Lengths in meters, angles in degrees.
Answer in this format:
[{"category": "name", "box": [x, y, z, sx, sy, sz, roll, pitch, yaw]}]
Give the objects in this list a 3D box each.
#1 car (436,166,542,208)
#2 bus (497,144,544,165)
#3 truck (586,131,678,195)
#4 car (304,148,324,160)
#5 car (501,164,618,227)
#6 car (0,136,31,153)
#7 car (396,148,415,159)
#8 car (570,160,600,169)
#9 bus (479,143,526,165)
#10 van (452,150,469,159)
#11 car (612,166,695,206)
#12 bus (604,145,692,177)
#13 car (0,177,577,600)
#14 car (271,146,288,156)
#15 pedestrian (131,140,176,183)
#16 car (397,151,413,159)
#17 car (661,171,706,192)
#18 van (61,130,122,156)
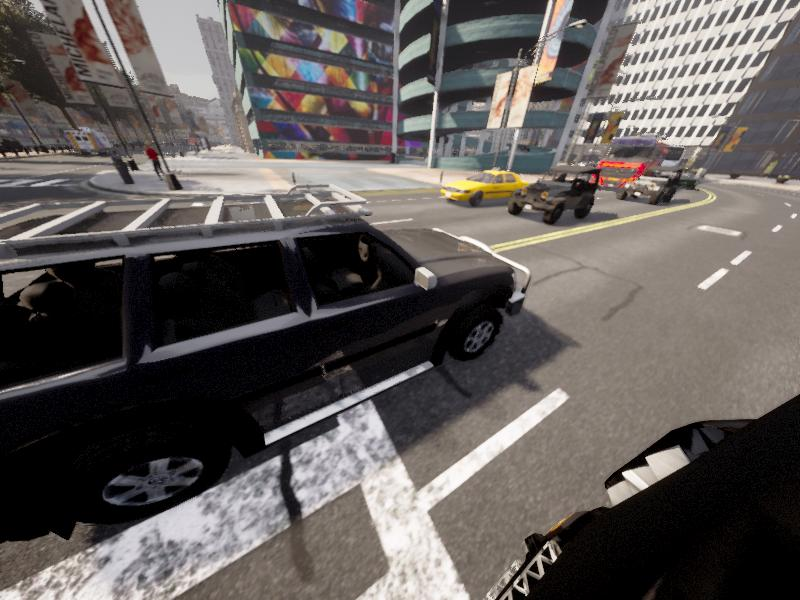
[{"category": "car", "box": [4.631, -5.975, 12.011, 5.366, 1.575, 1.801, -16, 38, -26]}, {"category": "bus", "box": [32.305, -39.536, 62.724, 3.944, 4.253, 10.273, -16, 38, -26]}, {"category": "truck", "box": [19.522, -11.429, 19.341, 8.468, 3.827, 2.891, -23, 41, -34]}, {"category": "car", "box": [-15.045, -25.539, 40.299, 2.128, 1.511, 4.902, -16, 38, -26]}, {"category": "car", "box": [6.474, -4.418, 9.484, 3.866, 1.878, 1.905, -17, 38, -27]}, {"category": "car", "box": [-46.756, -18.303, 27.136, 1.851, 1.617, 3.988, -16, 38, -26]}, {"category": "car", "box": [1.291, -38.181, 60.115, 2.435, 2.045, 5.566, -16, 38, -26]}, {"category": "car", "box": [42.201, -30.948, 52.764, 2.038, 1.542, 4.974, -7, 34, -15]}, {"category": "bus", "box": [26.258, -38.066, 60.052, 3.944, 4.253, 10.273, -16, 38, -26]}, {"category": "van", "box": [21.934, -52.714, 83.619, 1.988, 2.561, 5.915, -16, 38, -26]}, {"category": "car", "box": [15.475, -7.055, 14.147, 3.866, 1.878, 1.905, -17, 38, -27]}, {"category": "bus", "box": [43.536, -25.075, 41.475, 3.944, 4.253, 10.273, 3, 33, -1]}, {"category": "car", "box": [-0.822, -0.098, 2.385, 4.605, 1.855, 1.932, -16, 37, -26]}, {"category": "car", "box": [-24.456, -30.152, 46.738, 2.161, 1.482, 4.786, -16, 38, -26]}, {"category": "pedestrian", "box": [-12.833, -7.220, 12.090, 0.751, 1.860, 0.751, 14, 35, 17]}, {"category": "car", "box": [1.246, -37.882, 60.371, 2.007, 1.523, 4.514, -16, 38, -26]}, {"category": "car", "box": [27.487, -11.648, 22.549, 1.895, 1.301, 4.718, 26, 40, 31]}, {"category": "van", "box": [-39.447, -20.258, 29.889, 2.351, 2.431, 6.366, -16, 38, -26]}]
